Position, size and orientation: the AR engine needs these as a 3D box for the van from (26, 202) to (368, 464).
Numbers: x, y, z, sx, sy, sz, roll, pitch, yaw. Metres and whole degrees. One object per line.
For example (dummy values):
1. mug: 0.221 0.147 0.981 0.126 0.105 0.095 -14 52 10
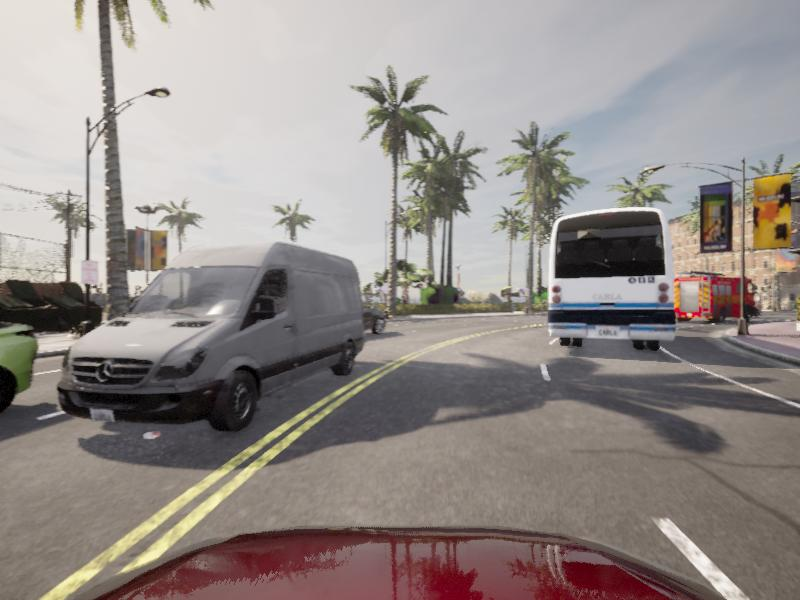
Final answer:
1. van: -2.427 0.321 7.015 1.988 2.561 5.915 0 0 13

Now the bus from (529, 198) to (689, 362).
1. bus: 7.997 -0.499 15.791 3.944 4.253 10.273 -1 0 27

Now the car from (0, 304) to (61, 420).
1. car: -6.522 0.816 4.012 2.007 1.525 4.514 0 0 11

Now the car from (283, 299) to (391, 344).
1. car: -2.522 0.786 17.506 2.152 1.651 5.027 0 0 26

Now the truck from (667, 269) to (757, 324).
1. truck: 24.569 -0.236 31.371 8.468 3.827 2.891 0 0 -32

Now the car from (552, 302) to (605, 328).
1. car: 11.490 0.900 25.671 1.970 1.475 3.806 0 0 43

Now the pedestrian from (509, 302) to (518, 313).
1. pedestrian: 13.417 0.830 47.277 0.751 1.300 0.751 0 0 -31
